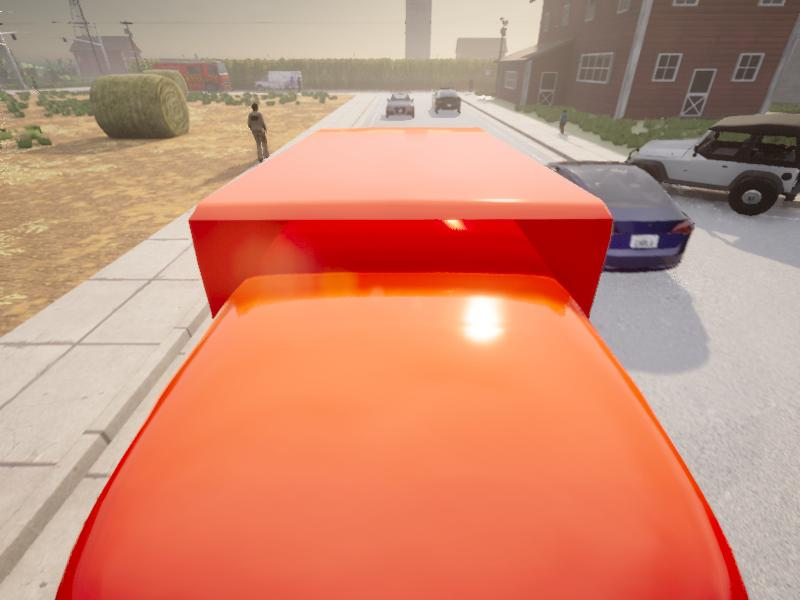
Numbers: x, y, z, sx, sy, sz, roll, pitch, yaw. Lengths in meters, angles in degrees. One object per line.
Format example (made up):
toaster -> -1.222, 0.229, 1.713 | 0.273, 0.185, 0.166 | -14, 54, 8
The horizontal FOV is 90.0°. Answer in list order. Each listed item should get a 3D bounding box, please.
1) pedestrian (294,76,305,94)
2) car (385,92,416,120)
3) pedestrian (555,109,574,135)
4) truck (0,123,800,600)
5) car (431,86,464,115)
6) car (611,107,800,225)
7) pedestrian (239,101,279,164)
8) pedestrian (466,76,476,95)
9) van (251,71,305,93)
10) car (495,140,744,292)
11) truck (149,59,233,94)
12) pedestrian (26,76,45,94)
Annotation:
pedestrian -> -11.946, -25.554, 47.552 | 0.751, 1.860, 0.751 | 3, 30, 6
car -> 0.026, -13.454, 27.648 | 1.994, 1.385, 4.181 | 0, 30, 0
pedestrian -> 7.812, -8.481, 19.061 | 0.500, 1.100, 0.500 | -1, 30, -2
truck -> 0.001, 0.227, 3.165 | 2.627, 2.467, 5.204 | 0, 30, 0
car -> 3.530, -15.473, 30.830 | 1.930, 1.638, 5.238 | 0, 30, 0
car -> 7.678, -3.428, 9.674 | 1.905, 1.878, 3.866 | -30, 40, -32
pedestrian -> -4.697, -5.620, 13.414 | 0.751, 1.860, 0.751 | 1, 30, 2
pedestrian -> 8.209, -24.812, 46.241 | 0.751, 1.860, 0.751 | 19, 35, 30
van -> -16.393, -29.553, 54.177 | 6.366, 2.431, 2.351 | 1, 30, 1
car -> 3.499, -1.955, 7.776 | 2.163, 1.488, 4.792 | 0, 30, 0
truck -> -26.363, -28.467, 50.936 | 8.468, 3.827, 2.891 | 1, 30, 1
pedestrian -> -43.233, -25.507, 47.470 | 0.751, 1.860, 0.751 | 2, 30, 3
